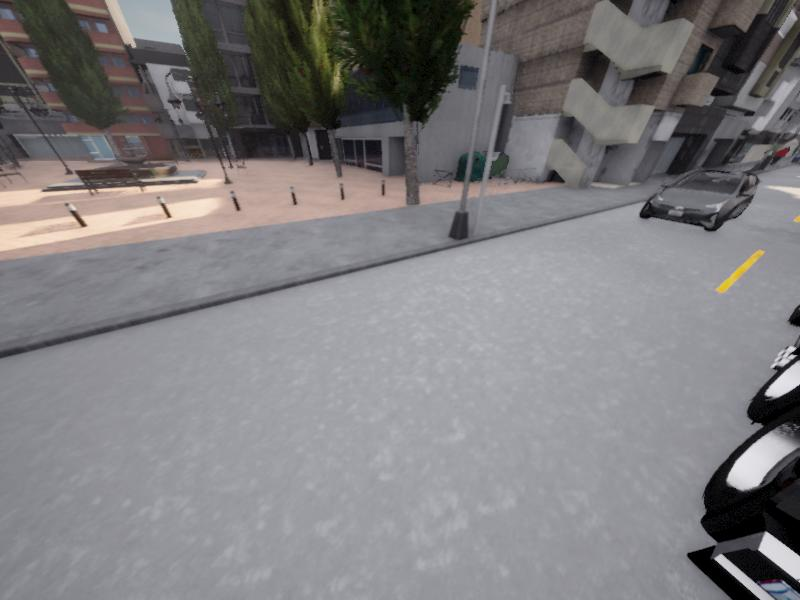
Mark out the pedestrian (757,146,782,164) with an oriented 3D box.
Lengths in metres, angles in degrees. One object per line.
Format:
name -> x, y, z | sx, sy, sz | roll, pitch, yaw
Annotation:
pedestrian -> 43.989, -17.280, 27.527 | 0.751, 1.860, 0.751 | -19, 39, -26

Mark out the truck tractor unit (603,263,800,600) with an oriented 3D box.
truck tractor unit -> 5.109, -0.300, 0.796 | 6.516, 4.208, 3.053 | -18, 39, -24

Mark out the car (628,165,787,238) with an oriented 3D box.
car -> 10.522, -3.583, 7.960 | 4.514, 1.525, 2.007 | -18, 39, -25
